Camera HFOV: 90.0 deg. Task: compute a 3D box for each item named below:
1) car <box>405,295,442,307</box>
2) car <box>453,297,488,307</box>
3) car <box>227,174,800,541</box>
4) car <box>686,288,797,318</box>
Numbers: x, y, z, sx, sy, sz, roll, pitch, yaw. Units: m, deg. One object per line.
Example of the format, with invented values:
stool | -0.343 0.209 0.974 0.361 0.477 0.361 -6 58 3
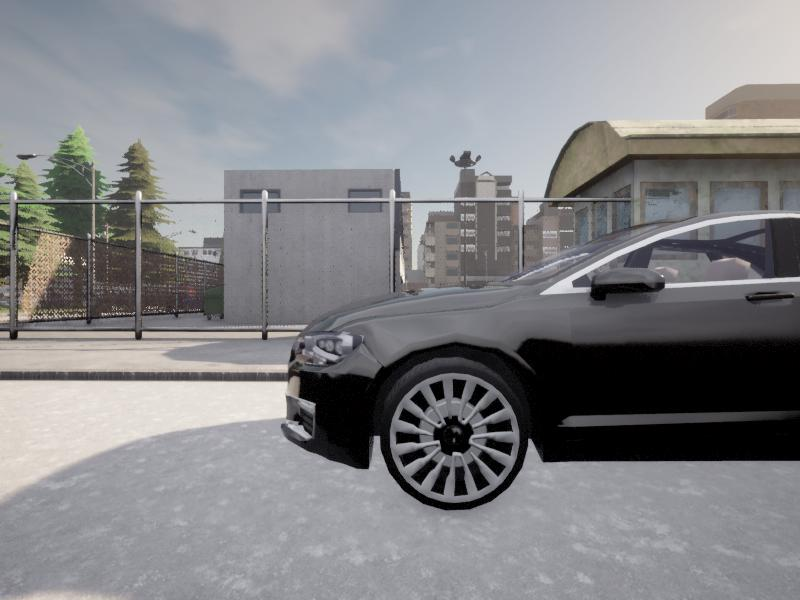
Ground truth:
car | 3.273 0.171 56.275 5.238 1.638 1.930 0 0 2
car | 9.808 0.270 56.091 4.674 1.442 1.812 0 0 1
car | 1.742 0.236 2.706 4.902 1.511 2.128 0 0 1
car | 17.629 0.159 20.794 4.193 1.474 1.816 0 0 1
